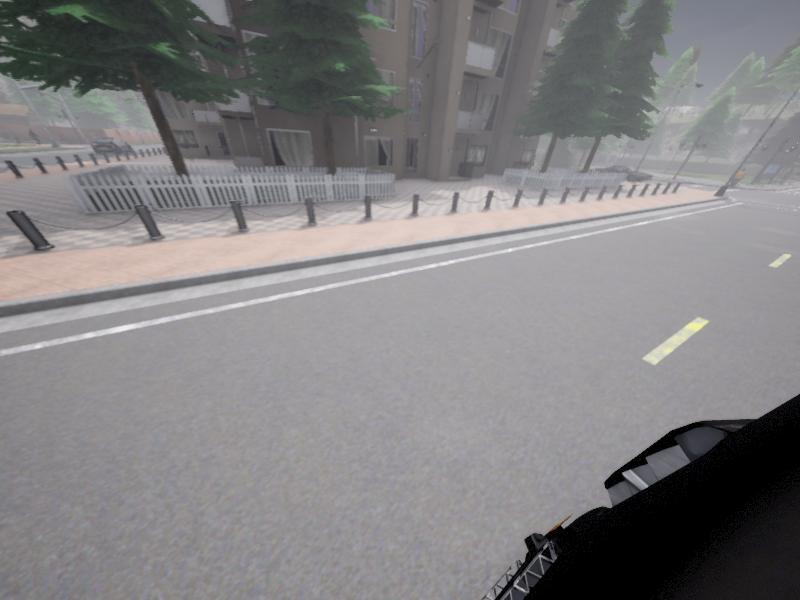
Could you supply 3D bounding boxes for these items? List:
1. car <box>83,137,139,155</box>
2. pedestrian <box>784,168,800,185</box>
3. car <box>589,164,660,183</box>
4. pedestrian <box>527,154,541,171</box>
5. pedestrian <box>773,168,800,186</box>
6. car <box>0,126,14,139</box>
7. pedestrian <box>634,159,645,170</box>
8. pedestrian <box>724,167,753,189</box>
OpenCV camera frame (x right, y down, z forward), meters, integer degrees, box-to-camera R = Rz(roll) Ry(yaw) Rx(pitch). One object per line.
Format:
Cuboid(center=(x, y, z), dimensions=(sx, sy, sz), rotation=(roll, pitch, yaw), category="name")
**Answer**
Cuboid(center=(-32.120, -17.299, 25.919), dimensions=(2.038, 1.542, 4.974), rotation=(-13, 37, -23), category="car")
Cuboid(center=(51.380, -15.991, 29.935), dimensions=(0.751, 1.860, 0.751), rotation=(-17, 38, -27), category="pedestrian")
Cuboid(center=(25.281, -14.438, 26.269), dimensions=(2.033, 1.411, 5.357), rotation=(-14, 37, -24), category="car")
Cuboid(center=(17.452, -17.938, 30.157), dimensions=(0.751, 1.860, 0.751), rotation=(-14, 37, -24), category="pedestrian")
Cuboid(center=(47.337, -15.096, 28.276), dimensions=(0.751, 1.860, 0.751), rotation=(-9, 36, -17), category="pedestrian")
Cuboid(center=(-67.795, -27.704, 38.122), dimensions=(1.932, 1.855, 4.605), rotation=(-14, 37, -24), category="car")
Cuboid(center=(48.050, -27.119, 46.347), dimensions=(0.751, 1.860, 0.751), rotation=(16, 36, 18), category="pedestrian")
Cuboid(center=(33.929, -12.211, 23.166), dimensions=(0.751, 1.860, 0.751), rotation=(28, 41, 33), category="pedestrian")
